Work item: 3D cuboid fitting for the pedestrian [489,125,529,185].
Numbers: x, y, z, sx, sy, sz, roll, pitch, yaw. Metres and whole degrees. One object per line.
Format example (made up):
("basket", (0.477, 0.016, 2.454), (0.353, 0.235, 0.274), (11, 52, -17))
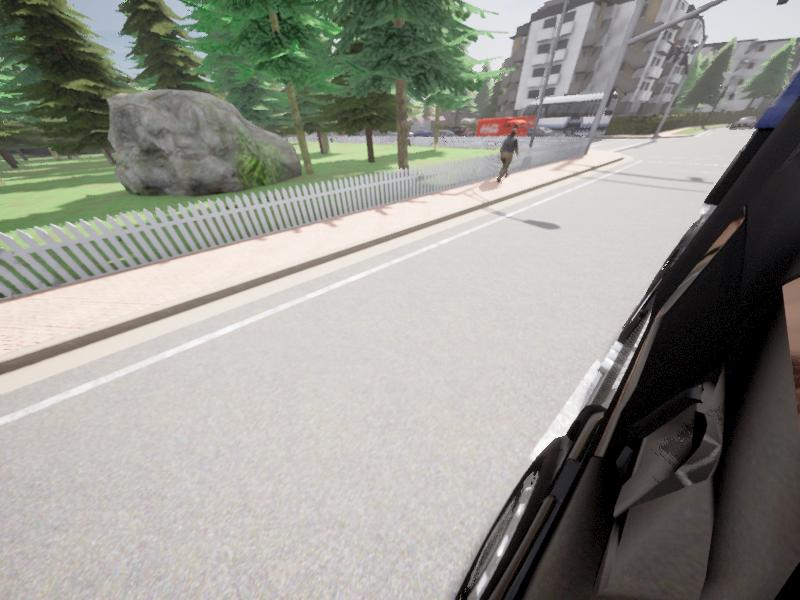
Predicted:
("pedestrian", (4.215, -5.643, 9.033), (0.751, 1.860, 0.751), (-27, 43, -29))

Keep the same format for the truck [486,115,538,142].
("truck", (14.669, -22.611, 30.613), (2.627, 2.467, 5.204), (-26, 40, -27))

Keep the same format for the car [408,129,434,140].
("car", (3.844, -30.442, 42.548), (1.882, 1.535, 5.008), (-26, 43, -28))

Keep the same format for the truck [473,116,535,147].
("truck", (11.138, -18.332, 25.220), (2.627, 2.467, 5.204), (-26, 43, -28))

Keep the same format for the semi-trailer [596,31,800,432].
("semi-trailer", (8.773, -3.563, 4.138), (14.254, 4.402, 2.717), (-27, 43, -29))

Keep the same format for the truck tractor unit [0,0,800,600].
("truck tractor unit", (2.645, -0.295, 0.351), (6.516, 4.208, 3.053), (-28, 44, -30))

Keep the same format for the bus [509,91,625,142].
("bus", (19.938, -22.640, 28.886), (3.944, 4.253, 10.273), (-26, 43, -28))

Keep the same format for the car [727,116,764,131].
("car", (46.173, -23.627, 30.875), (4.181, 1.385, 1.994), (-24, 42, -26))

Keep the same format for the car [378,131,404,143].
("car", (-1.595, -27.602, 39.169), (1.837, 1.490, 4.892), (-26, 43, -28))

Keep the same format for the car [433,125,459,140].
("car", (7.593, -27.739, 38.415), (1.905, 1.878, 3.866), (-26, 42, -28))

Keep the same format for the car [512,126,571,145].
("car", (15.428, -18.186, 25.538), (2.128, 1.511, 4.902), (-26, 43, -28))

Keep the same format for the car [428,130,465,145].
("car", (6.122, -21.758, 30.903), (1.837, 1.490, 4.892), (-26, 43, -28))

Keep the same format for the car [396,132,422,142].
("car", (1.494, -28.658, 40.534), (1.895, 1.301, 4.718), (-26, 43, -28))

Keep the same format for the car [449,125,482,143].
("car", (9.063, -23.156, 32.229), (1.905, 1.878, 3.866), (-26, 44, -28))
